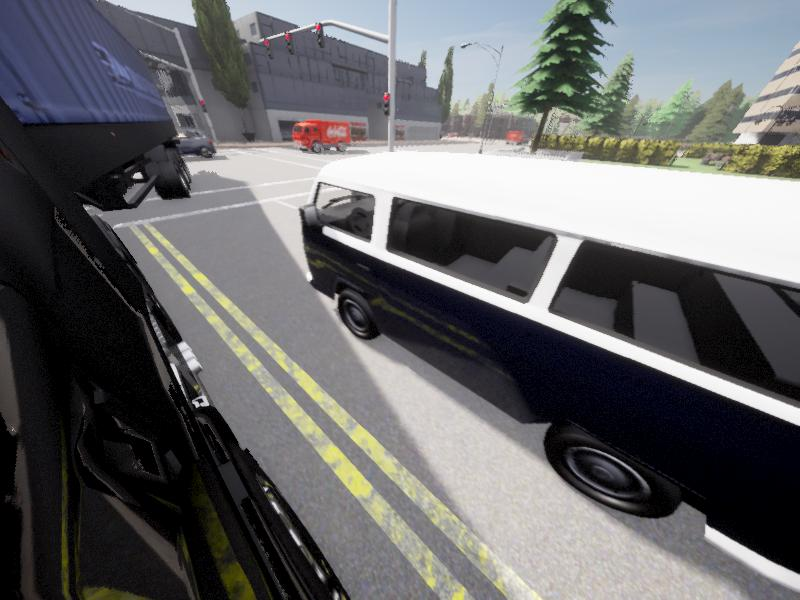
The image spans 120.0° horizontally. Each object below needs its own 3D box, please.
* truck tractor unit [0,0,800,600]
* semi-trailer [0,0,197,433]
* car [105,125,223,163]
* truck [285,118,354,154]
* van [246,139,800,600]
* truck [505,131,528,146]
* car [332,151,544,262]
[{"bbox_3d":[-2.645,-0.295,0.351,6.516,4.208,3.053,28,44,30],"label":"truck tractor unit"},{"bbox_3d":[-7.448,-4.239,5.158,2.717,4.402,14.254,-21,43,-27],"label":"semi-trailer"},{"bbox_3d":[-14.561,-9.921,14.629,2.242,1.667,4.611,27,43,29],"label":"car"},{"bbox_3d":[-7.343,-15.403,21.743,2.627,2.467,5.204,27,43,29],"label":"truck"},{"bbox_3d":[0.925,-0.234,2.321,4.480,2.038,2.069,27,43,29],"label":"van"},{"bbox_3d":[25.257,-35.095,50.128,2.627,2.467,5.204,27,43,29],"label":"truck"},{"bbox_3d":[0.659,-2.873,6.262,4.974,1.542,2.038,28,43,30],"label":"car"}]
